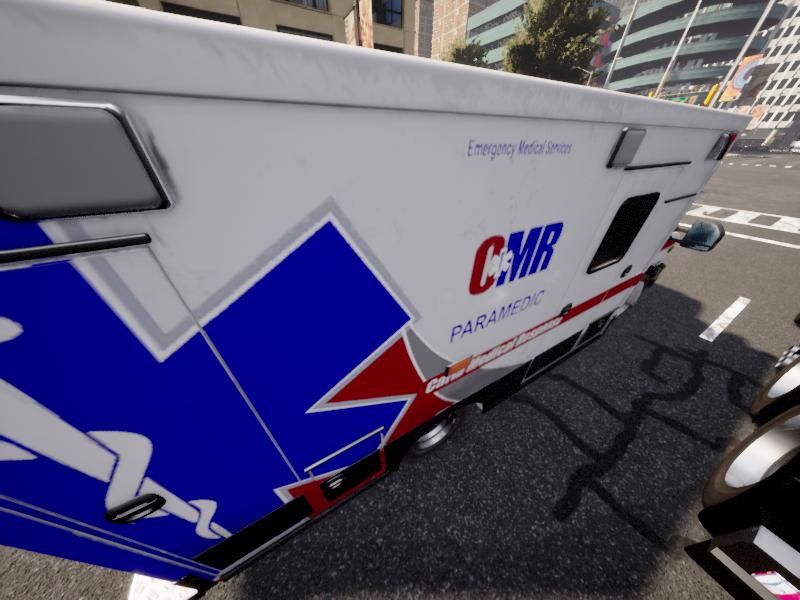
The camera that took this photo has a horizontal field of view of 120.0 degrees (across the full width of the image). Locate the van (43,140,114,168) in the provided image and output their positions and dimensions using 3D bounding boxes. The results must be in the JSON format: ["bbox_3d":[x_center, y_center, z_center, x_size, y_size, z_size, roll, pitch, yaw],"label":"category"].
[{"bbox_3d":[-30.736,-14.192,22.360,2.069,2.038,4.480,-18,39,-24],"label":"van"}]

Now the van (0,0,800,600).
[{"bbox_3d":[0.985,-0.548,2.667,6.366,2.431,2.351,-18,39,-24],"label":"van"}]

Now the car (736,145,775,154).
[{"bbox_3d":[85.509,-36.352,55.645,2.152,1.651,5.027,6,35,8],"label":"car"}]

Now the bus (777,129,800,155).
[{"bbox_3d":[80.306,-30.000,43.932,3.944,4.253,10.273,17,38,23],"label":"bus"}]

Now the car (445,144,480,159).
[{"bbox_3d":[9.069,-21.802,33.902,2.242,1.667,4.611,-17,39,-24],"label":"car"}]

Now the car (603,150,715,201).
[{"bbox_3d":[12.996,-6.406,11.647,4.605,1.855,1.932,-17,39,-24],"label":"car"}]

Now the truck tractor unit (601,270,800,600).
[{"bbox_3d":[5.120,-0.292,0.766,6.516,4.208,3.053,-18,39,-24],"label":"truck tractor unit"}]

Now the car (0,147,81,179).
[{"bbox_3d":[-27.143,-10.393,17.281,1.930,1.638,5.238,-18,39,-24],"label":"car"}]

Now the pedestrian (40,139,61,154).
[{"bbox_3d":[-53.515,-23.493,35.392,0.751,1.860,0.751,-18,39,-25],"label":"pedestrian"}]

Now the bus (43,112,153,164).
[{"bbox_3d":[-35.121,-19.407,27.879,3.944,4.253,10.273,-18,39,-24],"label":"bus"}]

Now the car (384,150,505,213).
[{"bbox_3d":[1.841,-5.177,9.799,4.605,1.855,1.932,-17,39,-24],"label":"car"}]

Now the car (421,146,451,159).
[{"bbox_3d":[5.136,-21.684,33.902,1.812,1.442,4.674,-18,39,-24],"label":"car"}]

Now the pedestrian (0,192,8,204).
[{"bbox_3d":[-16.885,-4.736,9.001,0.751,1.860,0.751,28,44,34],"label":"pedestrian"}]

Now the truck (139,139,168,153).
[{"bbox_3d":[-48.412,-30.318,45.327,6.274,2.098,2.390,25,42,31],"label":"truck"}]
